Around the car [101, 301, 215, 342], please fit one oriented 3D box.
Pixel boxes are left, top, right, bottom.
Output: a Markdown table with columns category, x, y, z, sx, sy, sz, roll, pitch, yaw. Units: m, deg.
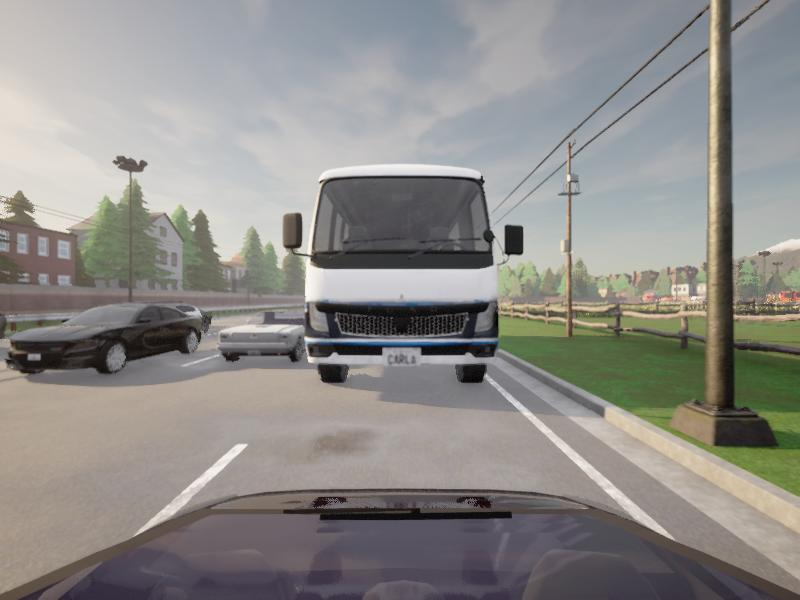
| category | x | y | z | sx | sy | sz | roll | pitch | yaw |
| --- | --- | --- | --- | --- | --- | --- | --- | --- | --- |
| car | -10.419 | 0.817 | 17.806 | 2.038 | 1.542 | 4.974 | 0 | 0 | 0 |

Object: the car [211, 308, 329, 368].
| category | x | y | z | sx | sy | sz | roll | pitch | yaw |
| --- | --- | --- | --- | --- | --- | --- | --- | --- | --- |
| car | -3.451 | 0.938 | 11.658 | 1.895 | 1.301 | 4.718 | 0 | 0 | 0 |

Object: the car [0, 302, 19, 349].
| category | x | y | z | sx | sy | sz | roll | pitch | yaw |
| --- | --- | --- | --- | --- | --- | --- | --- | --- | --- |
| car | -13.952 | 0.823 | 11.330 | 2.007 | 1.525 | 4.514 | 0 | 0 | 0 |

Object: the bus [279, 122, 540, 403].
| category | x | y | z | sx | sy | sz | roll | pitch | yaw |
| --- | --- | --- | --- | --- | --- | --- | --- | --- | --- |
| bus | 0.168 | -0.536 | 11.193 | 3.944 | 4.253 | 10.273 | 0 | 0 | 0 |

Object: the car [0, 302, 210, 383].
| category | x | y | z | sx | sy | sz | roll | pitch | yaw |
| --- | --- | --- | --- | --- | --- | --- | --- | --- | --- |
| car | -6.957 | 0.817 | 10.122 | 1.882 | 1.535 | 5.008 | 0 | 0 | 0 |

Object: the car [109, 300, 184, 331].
| category | x | y | z | sx | sy | sz | roll | pitch | yaw |
| --- | --- | --- | --- | --- | --- | --- | --- | --- | --- |
| car | -13.910 | 0.799 | 22.212 | 1.789 | 1.549 | 3.705 | 0 | 0 | 0 |
